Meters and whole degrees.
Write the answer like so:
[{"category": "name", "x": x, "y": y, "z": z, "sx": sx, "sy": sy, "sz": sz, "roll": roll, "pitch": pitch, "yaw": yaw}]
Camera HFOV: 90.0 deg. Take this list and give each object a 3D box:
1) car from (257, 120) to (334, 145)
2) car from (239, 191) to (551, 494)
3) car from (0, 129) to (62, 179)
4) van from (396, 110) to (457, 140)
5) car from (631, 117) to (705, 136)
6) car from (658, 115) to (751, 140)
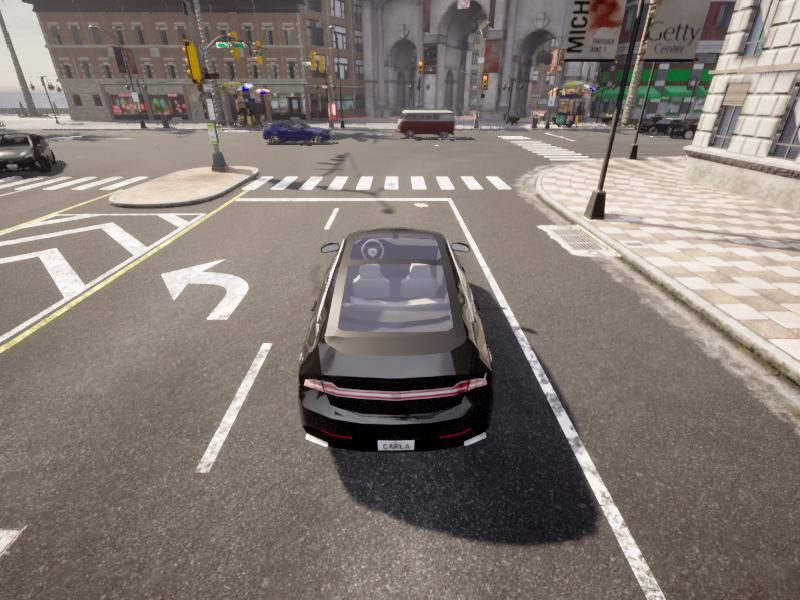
[{"category": "car", "x": -7.064, "y": -11.487, "z": 27.417, "sx": 4.674, "sy": 1.442, "sz": 1.812, "roll": 0, "pitch": 27, "yaw": 0}, {"category": "car", "x": -0.056, "y": -0.144, "z": 5.249, "sx": 2.128, "sy": 1.511, "sz": 4.902, "roll": 0, "pitch": 27, "yaw": -1}, {"category": "car", "x": -16.765, "y": -6.537, "z": 17.687, "sx": 2.007, "sy": 1.525, "sz": 4.514, "roll": -15, "pitch": 31, "yaw": -27}, {"category": "van", "x": 1.909, "y": -13.336, "z": 30.420, "sx": 4.442, "sy": 1.987, "sz": 1.775, "roll": 0, "pitch": 27, "yaw": 0}, {"category": "car", "x": 22.496, "y": -14.633, "z": 33.705, "sx": 4.718, "sy": 1.301, "sz": 1.895, "roll": 0, "pitch": 27, "yaw": 1}, {"category": "car", "x": 23.102, "y": -13.187, "z": 30.509, "sx": 5.238, "sy": 1.638, "sz": 1.930, "roll": 0, "pitch": 27, "yaw": 0}]
